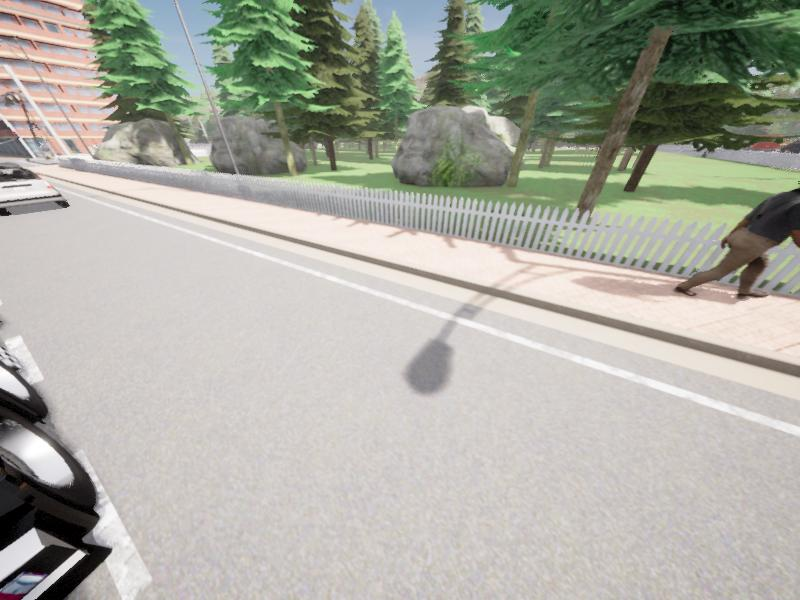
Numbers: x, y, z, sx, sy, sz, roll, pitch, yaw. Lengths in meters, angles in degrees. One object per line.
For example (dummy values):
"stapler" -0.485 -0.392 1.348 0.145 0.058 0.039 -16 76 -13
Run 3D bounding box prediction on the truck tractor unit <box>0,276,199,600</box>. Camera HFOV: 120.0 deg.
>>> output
"truck tractor unit" -5.128 -0.284 0.747 6.516 4.208 3.053 18 39 23

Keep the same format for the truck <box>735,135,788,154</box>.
"truck" 61.472 -26.592 39.499 2.627 2.467 5.204 19 39 26

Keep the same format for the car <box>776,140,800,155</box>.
"car" 63.419 -24.335 36.768 1.905 1.878 3.866 19 39 26

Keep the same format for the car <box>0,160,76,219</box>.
"car" -15.769 -4.631 9.379 3.988 1.617 1.851 18 39 24

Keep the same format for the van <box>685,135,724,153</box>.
"van" 55.245 -28.465 42.147 1.988 2.561 5.915 19 39 26

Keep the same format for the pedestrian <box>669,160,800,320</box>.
"pedestrian" 4.895 -0.775 3.136 0.751 1.860 0.751 18 39 25

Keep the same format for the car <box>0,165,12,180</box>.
"car" -31.072 -9.646 16.655 4.611 1.667 2.242 18 39 24

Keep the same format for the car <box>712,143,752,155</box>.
"car" 57.657 -26.377 40.215 2.152 1.651 5.027 19 39 26
